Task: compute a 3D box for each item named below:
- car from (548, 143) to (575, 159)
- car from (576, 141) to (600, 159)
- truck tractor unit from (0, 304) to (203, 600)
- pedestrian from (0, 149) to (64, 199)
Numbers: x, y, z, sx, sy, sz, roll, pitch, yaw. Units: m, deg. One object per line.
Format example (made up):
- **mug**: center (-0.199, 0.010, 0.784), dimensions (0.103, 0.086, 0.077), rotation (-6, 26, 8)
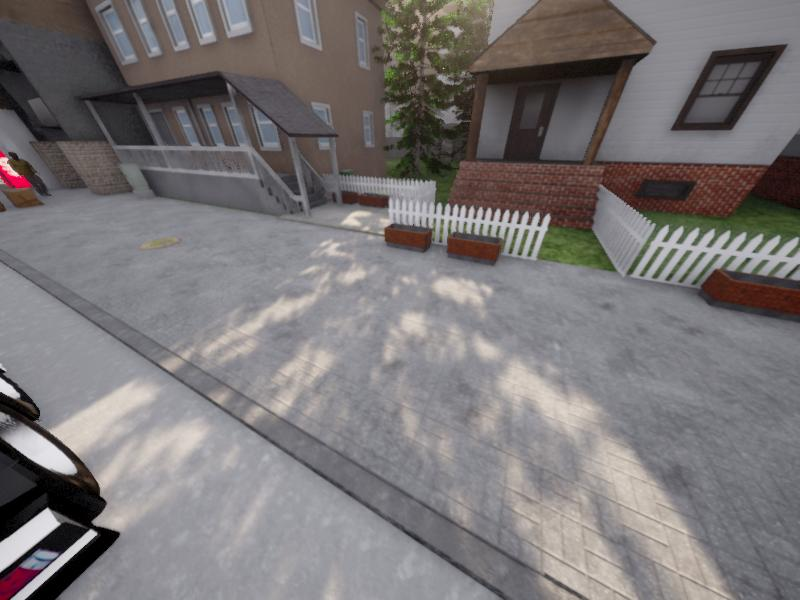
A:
- **car**: center (22.720, -21.018, 32.428), dimensions (2.242, 1.667, 4.611), rotation (22, 41, 29)
- **car**: center (25.611, -20.461, 31.422), dimensions (1.905, 1.878, 3.866), rotation (22, 41, 29)
- **truck tractor unit**: center (-5.174, -0.233, 0.678), dimensions (6.516, 4.208, 3.053), rotation (16, 38, 21)
- **pedestrian**: center (-16.454, -5.574, 10.258), dimensions (0.751, 1.860, 0.751), rotation (11, 36, 15)
